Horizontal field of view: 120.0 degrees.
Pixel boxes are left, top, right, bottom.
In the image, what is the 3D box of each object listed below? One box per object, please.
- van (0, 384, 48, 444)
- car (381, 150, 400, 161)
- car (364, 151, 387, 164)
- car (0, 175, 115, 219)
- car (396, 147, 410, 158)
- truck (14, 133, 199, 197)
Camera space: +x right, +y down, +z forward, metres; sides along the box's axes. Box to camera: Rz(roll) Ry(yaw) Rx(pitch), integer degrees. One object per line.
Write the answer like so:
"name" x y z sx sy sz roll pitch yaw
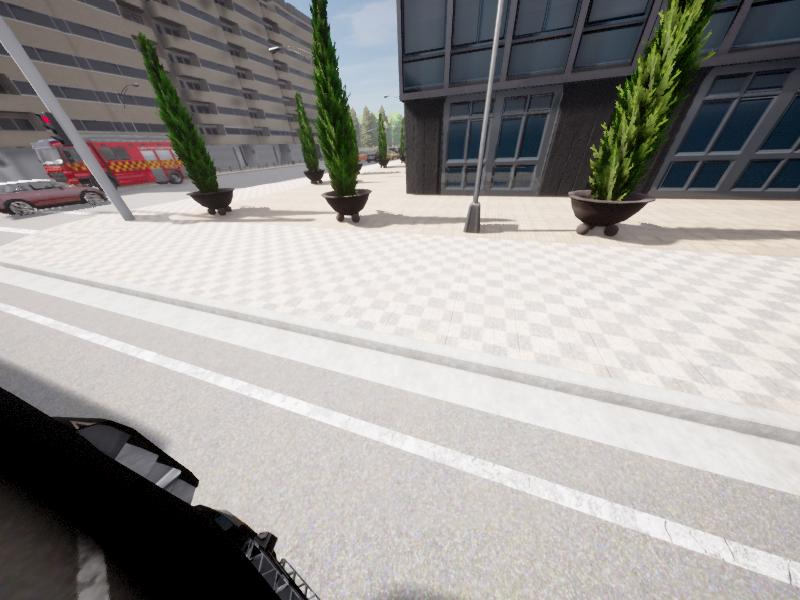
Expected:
"van" -6.109 0.531 1.813 4.442 1.987 1.775 9 35 17
"car" -1.704 -28.042 44.680 1.801 1.575 5.366 9 35 17
"car" -4.028 -24.215 39.156 2.007 1.525 4.514 9 35 17
"car" -18.998 -5.711 12.543 1.970 1.475 3.806 11 36 20
"car" 0.764 -32.213 50.476 1.905 1.878 3.866 9 35 17
"truck" -23.212 -11.559 19.530 2.891 3.827 8.468 9 35 17
